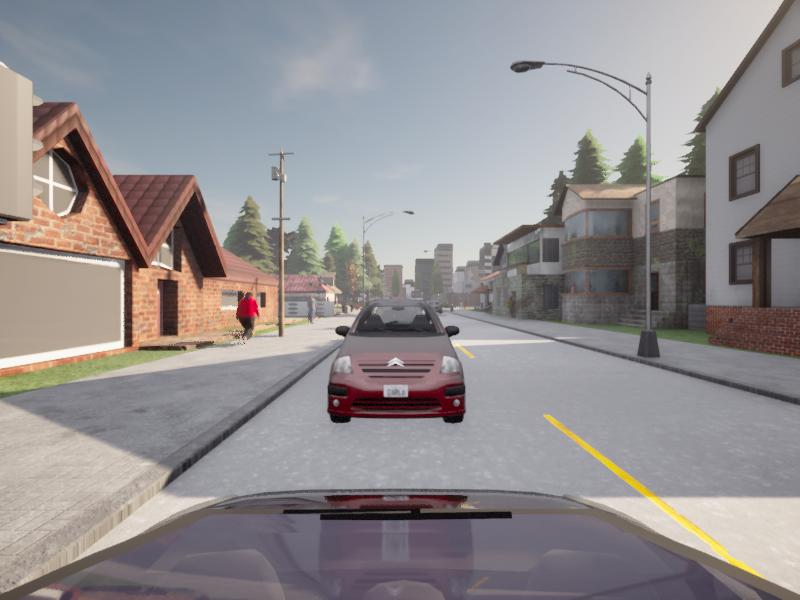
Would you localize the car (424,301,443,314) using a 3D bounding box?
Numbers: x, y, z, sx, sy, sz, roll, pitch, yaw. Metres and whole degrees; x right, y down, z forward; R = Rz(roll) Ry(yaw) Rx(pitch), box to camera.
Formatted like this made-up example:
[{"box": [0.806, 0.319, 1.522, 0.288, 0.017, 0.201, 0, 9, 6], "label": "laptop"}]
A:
[{"box": [3.983, 0.853, 48.574, 1.970, 1.475, 3.806, 0, 0, 0], "label": "car"}]

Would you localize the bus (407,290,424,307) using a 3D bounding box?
[{"box": [3.885, -0.318, 102.546, 3.944, 4.253, 10.273, 0, 0, 0], "label": "bus"}]

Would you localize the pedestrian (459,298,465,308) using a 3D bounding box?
[{"box": [11.066, 0.534, 71.211, 0.751, 1.860, 0.751, 0, 0, -12], "label": "pedestrian"}]

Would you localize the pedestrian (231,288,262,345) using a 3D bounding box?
[{"box": [-5.134, 0.533, 13.447, 0.751, 1.860, 0.751, 0, 0, 2], "label": "pedestrian"}]

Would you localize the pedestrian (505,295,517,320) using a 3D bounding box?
[{"box": [8.442, 0.533, 30.352, 0.751, 1.860, 0.751, 0, 0, 3], "label": "pedestrian"}]

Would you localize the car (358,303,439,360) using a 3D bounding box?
[{"box": [-0.034, 0.851, 13.091, 2.163, 1.488, 4.792, 0, 0, 0], "label": "car"}]

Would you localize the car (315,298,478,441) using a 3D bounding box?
[{"box": [-0.037, 0.788, 6.528, 1.851, 1.617, 3.988, 0, 0, 0], "label": "car"}]

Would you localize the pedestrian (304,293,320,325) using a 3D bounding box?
[{"box": [-5.153, 0.533, 23.425, 0.751, 1.860, 0.751, 0, 0, 0], "label": "pedestrian"}]

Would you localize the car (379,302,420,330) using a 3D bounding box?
[{"box": [-0.030, 0.851, 23.764, 2.163, 1.488, 4.792, 0, 0, 0], "label": "car"}]
